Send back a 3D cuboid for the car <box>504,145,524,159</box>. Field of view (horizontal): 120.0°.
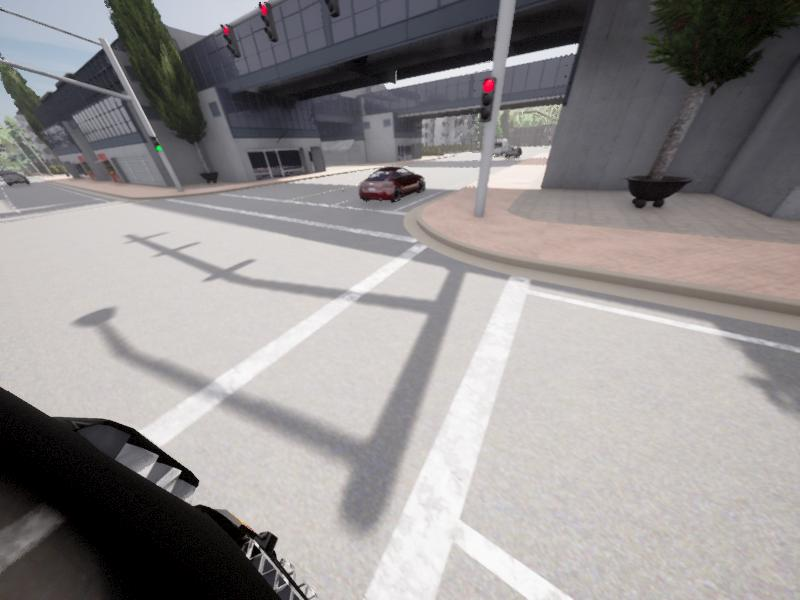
[{"bbox_3d":[17.804,-23.082,35.925,1.851,1.617,3.988,17,38,27],"label":"car"}]

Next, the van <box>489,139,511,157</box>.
[{"bbox_3d":[18.119,-27.464,41.667,1.988,2.561,5.915,17,38,27],"label":"van"}]

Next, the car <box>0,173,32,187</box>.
[{"bbox_3d":[-55.857,-17.506,33.570,5.357,1.411,2.033,19,39,30],"label":"car"}]

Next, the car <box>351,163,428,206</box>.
[{"bbox_3d":[-0.299,-6.050,11.886,1.994,1.385,4.181,15,38,25],"label":"car"}]
